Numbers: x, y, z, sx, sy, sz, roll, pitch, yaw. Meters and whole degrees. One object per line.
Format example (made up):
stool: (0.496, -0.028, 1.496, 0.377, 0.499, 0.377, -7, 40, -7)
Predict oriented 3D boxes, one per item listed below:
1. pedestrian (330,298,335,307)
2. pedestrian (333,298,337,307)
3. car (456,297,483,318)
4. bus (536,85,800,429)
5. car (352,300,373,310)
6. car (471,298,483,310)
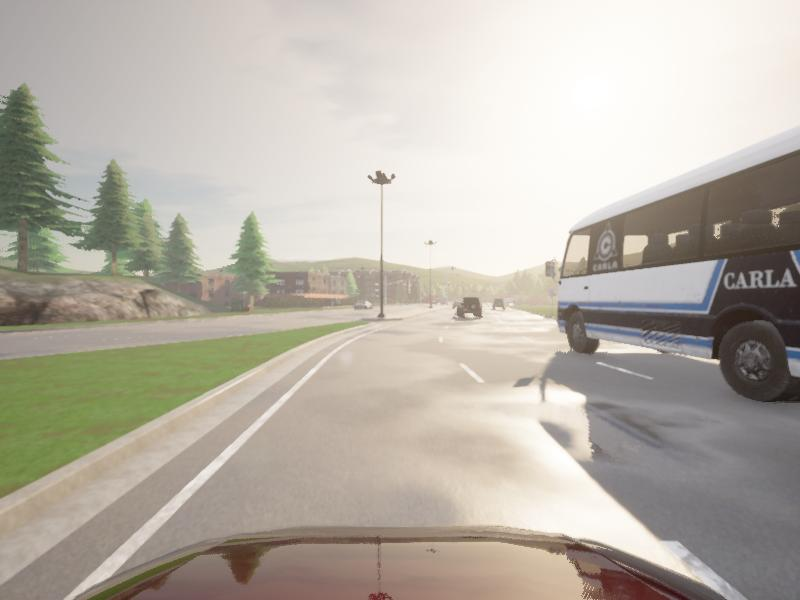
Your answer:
pedestrian: (-13.074, 0.501, 77.574, 0.751, 1.860, 0.751, 0, 0, 15)
pedestrian: (-12.655, 0.500, 77.808, 0.751, 1.860, 0.751, 0, 0, 3)
car: (6.336, 0.650, 36.830, 1.905, 1.878, 3.866, 0, 0, 0)
bus: (6.772, -0.534, 8.503, 3.944, 4.253, 10.273, 0, 0, -2)
car: (-6.117, 0.836, 66.411, 2.038, 1.542, 4.974, 0, -1, 12)
car: (12.661, 0.658, 65.936, 1.932, 1.855, 4.605, 0, -1, 11)
